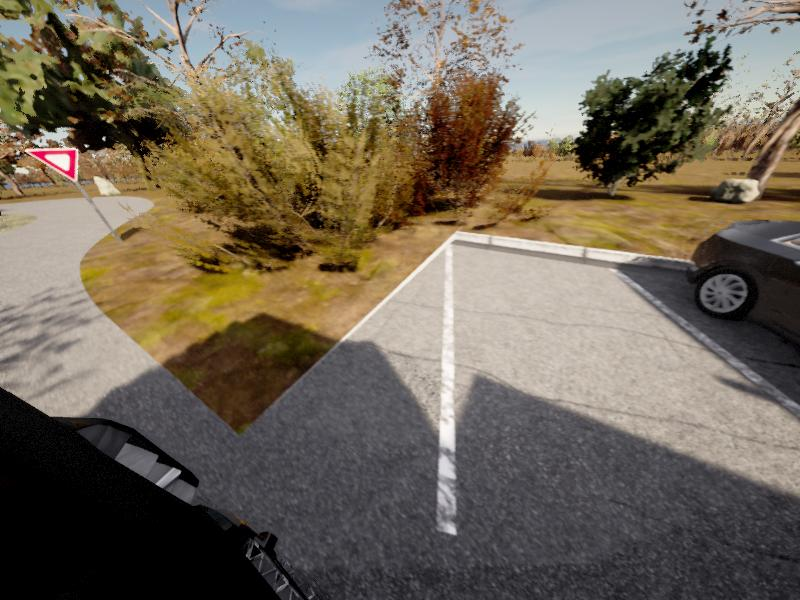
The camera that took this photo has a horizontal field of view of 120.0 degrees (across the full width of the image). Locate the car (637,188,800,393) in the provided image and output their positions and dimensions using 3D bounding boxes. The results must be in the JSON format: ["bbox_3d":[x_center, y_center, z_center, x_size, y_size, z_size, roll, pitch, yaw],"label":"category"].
[{"bbox_3d":[5.008,0.377,1.648,2.231,1.521,4.892,4,33,9],"label":"car"}]
